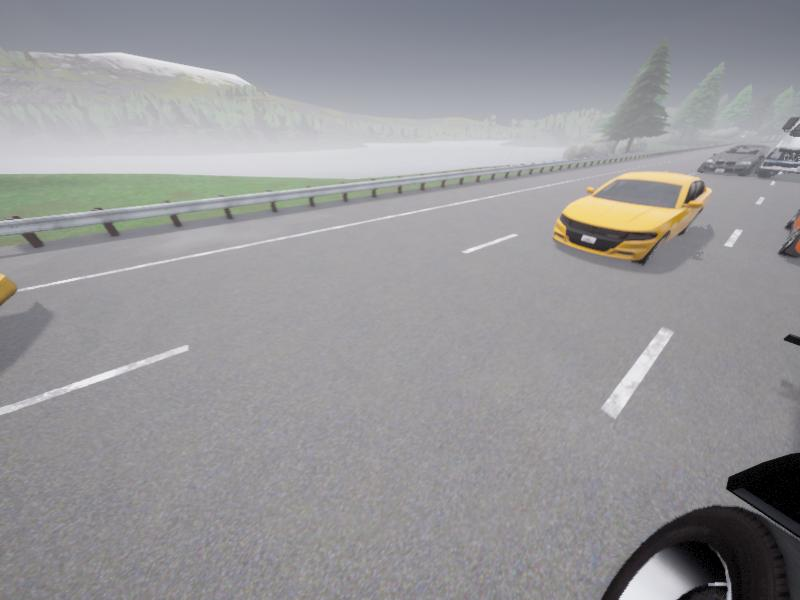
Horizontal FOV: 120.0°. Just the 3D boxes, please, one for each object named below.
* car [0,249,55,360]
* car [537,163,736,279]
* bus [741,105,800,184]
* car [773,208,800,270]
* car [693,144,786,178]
[{"bbox_3d":[-7.549,0.682,1.614,5.366,1.575,1.801,-22,41,-28],"label":"car"},{"bbox_3d":[5.966,-2.329,5.795,5.008,1.535,1.882,-22,41,-27],"label":"car"},{"bbox_3d":[26.207,-9.393,13.272,10.273,4.253,3.944,-16,40,-22],"label":"bus"},{"bbox_3d":[10.359,-1.754,4.726,4.553,1.767,2.097,-22,41,-28],"label":"car"},{"bbox_3d":[23.021,-9.533,15.713,4.611,1.667,2.242,-17,39,-22],"label":"car"}]
